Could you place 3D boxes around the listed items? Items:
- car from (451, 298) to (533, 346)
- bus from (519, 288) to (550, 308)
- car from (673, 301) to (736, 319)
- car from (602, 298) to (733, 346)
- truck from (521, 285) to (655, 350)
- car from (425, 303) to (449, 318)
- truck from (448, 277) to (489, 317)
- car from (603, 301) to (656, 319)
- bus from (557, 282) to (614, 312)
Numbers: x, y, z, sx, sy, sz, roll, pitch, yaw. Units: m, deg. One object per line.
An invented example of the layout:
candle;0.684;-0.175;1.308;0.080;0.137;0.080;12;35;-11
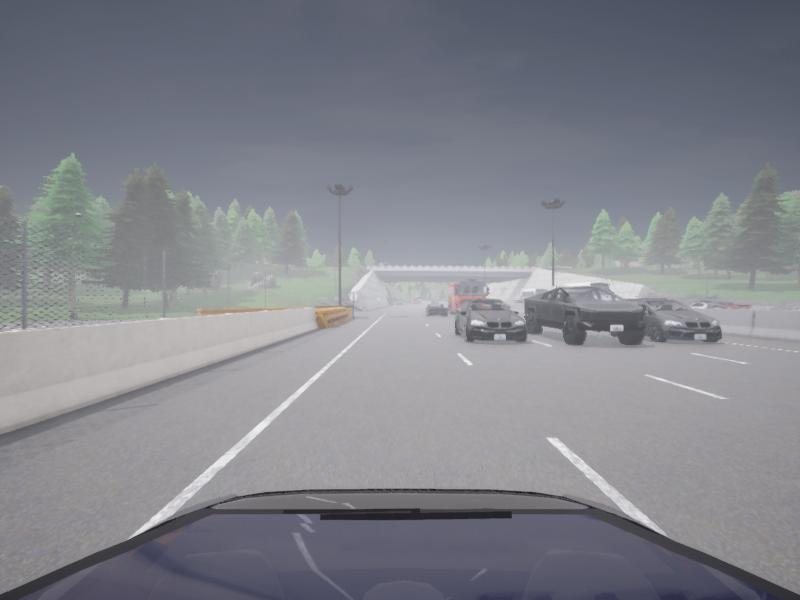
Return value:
car;3.499;0.775;16.228;2.242;1.667;4.611;0;0;0
bus;31.381;-0.434;94.076;3.944;4.253;10.273;0;0;0
car;28.001;0.870;37.050;2.038;1.542;4.974;0;0;0
car;10.503;0.775;16.257;2.242;1.667;4.611;0;0;0
truck;7.000;0.561;16.019;2.390;2.098;6.274;0;0;0
car;3.499;0.987;38.600;1.895;1.301;4.718;0;0;0
truck;6.996;-0.273;42.400;2.891;3.827;8.468;0;0;0
car;21.001;0.843;36.907;1.801;1.575;5.366;0;0;0
bus;27.880;-0.462;61.045;3.944;4.253;10.273;0;0;0
